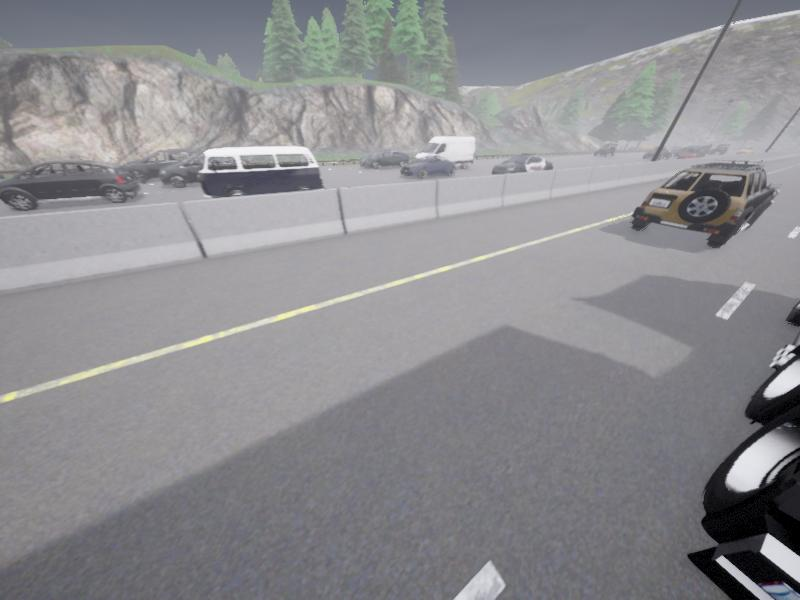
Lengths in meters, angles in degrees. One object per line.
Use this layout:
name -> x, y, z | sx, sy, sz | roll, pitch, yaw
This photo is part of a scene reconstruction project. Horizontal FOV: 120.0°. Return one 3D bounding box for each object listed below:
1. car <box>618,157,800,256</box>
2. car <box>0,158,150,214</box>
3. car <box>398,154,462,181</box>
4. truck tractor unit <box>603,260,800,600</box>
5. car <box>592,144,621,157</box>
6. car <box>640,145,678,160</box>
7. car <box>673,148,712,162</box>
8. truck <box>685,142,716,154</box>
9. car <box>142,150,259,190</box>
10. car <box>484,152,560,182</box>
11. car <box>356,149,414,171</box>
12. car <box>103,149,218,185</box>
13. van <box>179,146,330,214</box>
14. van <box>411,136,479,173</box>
car -> 9.037, -2.963, 6.714 | 4.605, 1.855, 1.932 | -18, 39, -25
car -> -13.231, -4.706, 9.307 | 3.705, 1.549, 1.789 | -18, 39, -25
car -> 2.144, -9.740, 16.852 | 4.181, 1.385, 1.994 | -18, 39, -25
truck tractor unit -> 5.103, -0.307, 0.796 | 6.516, 4.208, 3.053 | -18, 39, -25
car -> 35.314, -25.609, 39.539 | 3.866, 1.878, 1.905 | -18, 39, -25
car -> 38.718, -22.063, 34.550 | 4.553, 1.767, 2.097 | -18, 39, -25
car -> 41.038, -20.405, 32.421 | 4.514, 1.525, 2.007 | -18, 39, -25
truck -> 67.209, -33.972, 51.681 | 6.274, 2.098, 2.390 | -18, 39, -25
car -> -11.250, -7.732, 13.576 | 4.611, 1.667, 2.242 | -18, 39, -25
car -> 8.819, -9.707, 16.721 | 4.974, 1.542, 2.038 | -19, 39, -25
car -> -1.346, -13.274, 21.782 | 4.902, 1.511, 2.128 | -18, 39, -25
car -> -15.064, -8.782, 15.051 | 4.611, 1.667, 2.242 | -18, 39, -25
van -> -5.579, -5.130, 9.558 | 4.480, 2.038, 2.069 | -18, 39, -25
van -> 4.020, -13.162, 20.769 | 5.915, 2.561, 1.988 | -18, 39, -25
